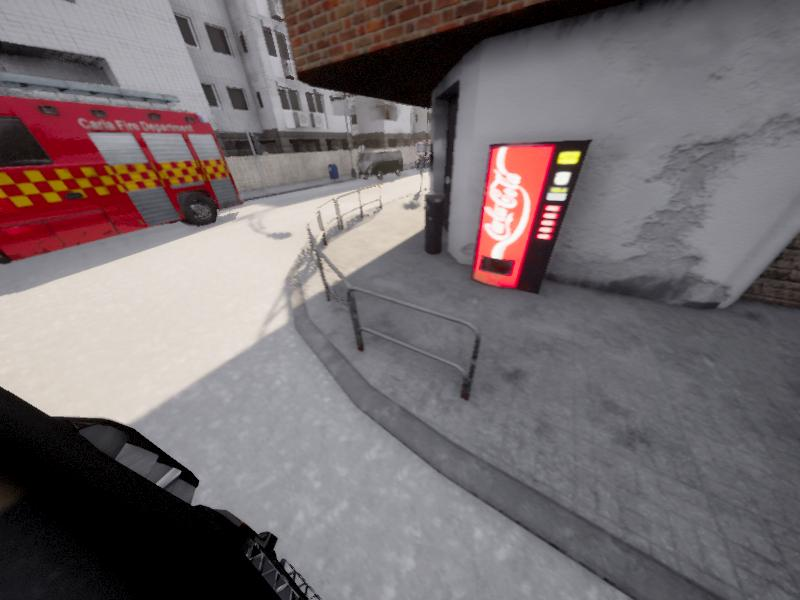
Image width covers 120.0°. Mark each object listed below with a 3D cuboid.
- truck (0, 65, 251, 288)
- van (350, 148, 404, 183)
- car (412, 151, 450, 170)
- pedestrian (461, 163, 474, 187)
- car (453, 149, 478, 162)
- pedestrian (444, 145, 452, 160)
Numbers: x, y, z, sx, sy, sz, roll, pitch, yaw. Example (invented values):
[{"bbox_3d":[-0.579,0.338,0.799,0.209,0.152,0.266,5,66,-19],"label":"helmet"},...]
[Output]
[{"bbox_3d":[-9.249,-3.243,6.012,2.891,3.827,8.468,9,35,18],"label":"truck"},{"bbox_3d":[-1.586,-10.586,18.072,1.775,1.987,4.442,17,39,27],"label":"van"},{"bbox_3d":[3.426,-15.103,24.912,2.163,1.488,4.792,17,39,27],"label":"car"},{"bbox_3d":[3.642,-6.713,12.440,0.500,1.100,0.500,8,35,16],"label":"pedestrian"},{"bbox_3d":[9.294,-20.561,32.802,1.895,1.301,4.718,17,39,27],"label":"car"},{"bbox_3d":[7.030,-21.690,33.921,0.751,1.860,0.751,-13,35,-14],"label":"pedestrian"}]
